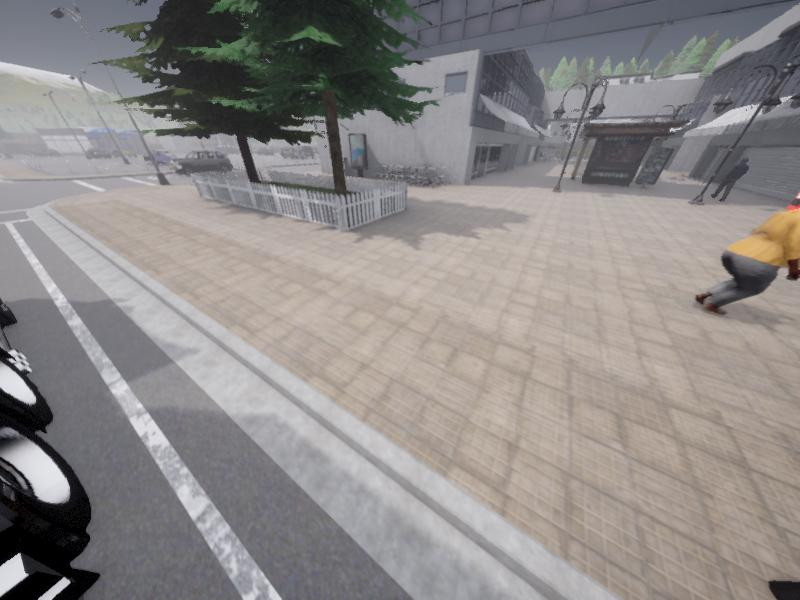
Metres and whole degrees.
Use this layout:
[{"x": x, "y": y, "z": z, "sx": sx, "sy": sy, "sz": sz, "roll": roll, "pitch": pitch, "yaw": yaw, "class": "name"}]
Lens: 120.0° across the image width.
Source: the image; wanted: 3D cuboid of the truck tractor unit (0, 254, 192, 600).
[{"x": -5.077, "y": -0.330, "z": 0.844, "sx": 6.516, "sy": 4.208, "sz": 3.053, "roll": 19, "pitch": 37, "yaw": 25, "class": "truck tractor unit"}]

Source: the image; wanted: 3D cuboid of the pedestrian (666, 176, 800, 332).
[{"x": 4.903, "y": -0.596, "z": 3.168, "sx": 0.751, "sy": 1.860, "sz": 0.751, "roll": 16, "pitch": 37, "yaw": 22, "class": "pedestrian"}]

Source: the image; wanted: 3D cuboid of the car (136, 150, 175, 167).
[{"x": -29.071, "y": -16.879, "z": 27.489, "sx": 3.633, "sy": 1.501, "sz": 1.845, "roll": 20, "pitch": 38, "yaw": 26, "class": "car"}]

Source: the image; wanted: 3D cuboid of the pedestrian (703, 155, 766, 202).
[{"x": 15.817, "y": -5.793, "z": 11.019, "sx": 0.751, "sy": 1.860, "sz": 0.751, "roll": 19, "pitch": 38, "yaw": 25, "class": "pedestrian"}]

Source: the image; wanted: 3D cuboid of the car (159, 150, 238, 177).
[{"x": -17.806, "y": -12.330, "z": 20.699, "sx": 1.932, "sy": 1.855, "sz": 4.605, "roll": 20, "pitch": 38, "yaw": 26, "class": "car"}]
